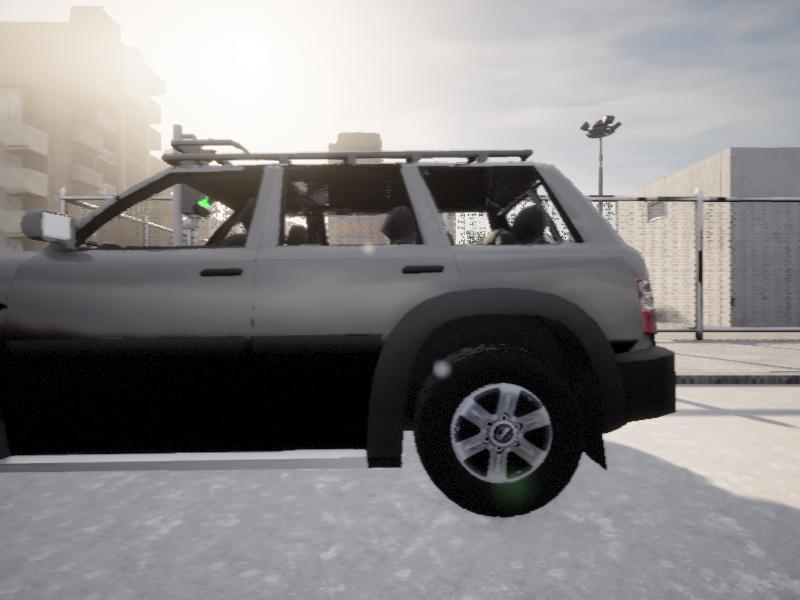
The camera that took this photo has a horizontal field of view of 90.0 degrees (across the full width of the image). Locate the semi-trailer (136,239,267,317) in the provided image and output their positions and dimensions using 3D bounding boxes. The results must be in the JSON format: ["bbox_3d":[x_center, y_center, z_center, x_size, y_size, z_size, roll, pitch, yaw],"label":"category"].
[{"bbox_3d":[-13.490,-1.219,29.593,2.717,4.402,14.254,0,0,0],"label":"semi-trailer"}]

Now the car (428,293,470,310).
[{"bbox_3d":[4.542,0.146,37.406,3.705,1.547,1.789,0,0,0],"label":"car"}]

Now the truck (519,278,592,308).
[{"bbox_3d":[20.123,-0.919,52.117,8.468,3.827,2.891,0,0,0],"label":"truck"}]

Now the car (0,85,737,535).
[{"bbox_3d":[-0.893,0.048,2.650,4.605,1.855,1.932,-1,0,0],"label":"car"}]

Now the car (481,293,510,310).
[{"bbox_3d":[8.990,0.157,38.009,1.845,1.501,3.633,0,0,0],"label":"car"}]

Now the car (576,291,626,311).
[{"bbox_3d":[18.406,0.093,36.892,2.242,1.667,4.611,0,0,0],"label":"car"}]

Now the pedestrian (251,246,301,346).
[{"bbox_3d":[-2.401,-0.076,7.817,0.751,1.860,0.751,0,0,-2],"label":"pedestrian"}]

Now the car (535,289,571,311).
[{"bbox_3d":[14.113,-0.013,37.116,1.905,1.878,3.866,0,0,0],"label":"car"}]

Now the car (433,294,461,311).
[{"bbox_3d":[4.314,0.218,37.565,2.033,1.415,5.357,0,0,0],"label":"car"}]

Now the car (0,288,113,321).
[{"bbox_3d":[-17.449,0.227,20.682,2.007,1.525,4.514,0,0,-1],"label":"car"}]

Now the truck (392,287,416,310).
[{"bbox_3d":[0.352,-0.094,37.702,2.069,2.038,4.478,0,0,0],"label":"truck"}]

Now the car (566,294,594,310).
[{"bbox_3d":[16.281,0.196,36.267,1.481,1.379,2.207,0,0,0],"label":"car"}]
